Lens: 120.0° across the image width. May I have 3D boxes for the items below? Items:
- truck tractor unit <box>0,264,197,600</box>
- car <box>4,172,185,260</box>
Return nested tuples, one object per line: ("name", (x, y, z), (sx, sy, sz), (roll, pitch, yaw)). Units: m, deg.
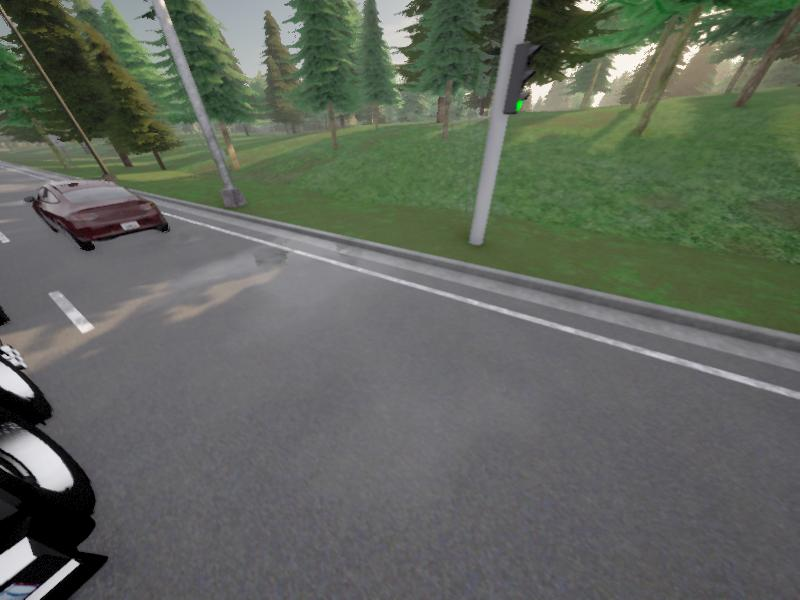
("truck tractor unit", (-5.111, -0.301, 0.781), (6.516, 4.208, 3.053), (18, 39, 24))
("car", (-8.702, -2.640, 6.606), (4.674, 1.442, 1.812), (18, 39, 24))
